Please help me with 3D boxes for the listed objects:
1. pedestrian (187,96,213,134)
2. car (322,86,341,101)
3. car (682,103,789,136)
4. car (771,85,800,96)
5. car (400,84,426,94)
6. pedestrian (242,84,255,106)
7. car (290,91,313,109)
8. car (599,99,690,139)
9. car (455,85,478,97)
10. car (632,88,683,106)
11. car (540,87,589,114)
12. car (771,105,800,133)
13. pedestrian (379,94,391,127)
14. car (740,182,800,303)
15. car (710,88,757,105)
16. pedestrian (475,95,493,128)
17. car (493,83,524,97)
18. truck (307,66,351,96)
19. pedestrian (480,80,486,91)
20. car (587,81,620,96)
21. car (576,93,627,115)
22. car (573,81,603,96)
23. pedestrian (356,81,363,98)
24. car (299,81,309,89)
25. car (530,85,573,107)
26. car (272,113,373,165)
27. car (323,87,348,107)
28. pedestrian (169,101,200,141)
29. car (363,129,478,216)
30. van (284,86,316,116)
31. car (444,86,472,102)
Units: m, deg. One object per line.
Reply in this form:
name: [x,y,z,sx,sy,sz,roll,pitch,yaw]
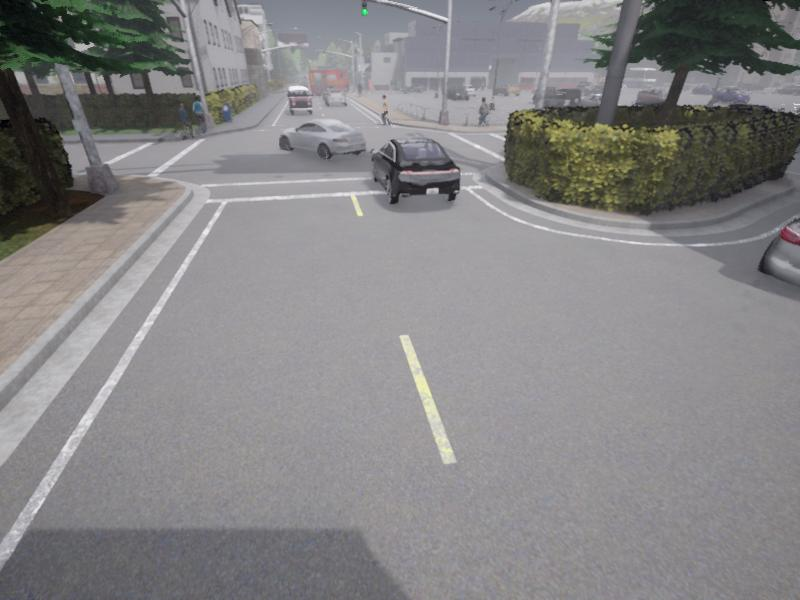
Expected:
pedestrian: [-11.003,-10.207,22.071,0.751,1.860,0.751,-7,30,-12]
car: [-8.708,-26.084,50.476,2.038,1.542,4.974,-6,30,-10]
car: [20.592,-11.175,24.681,4.856,1.649,2.033,-5,30,-10]
car: [66.147,-35.406,67.515,2.163,1.488,4.792,-6,30,-11]
car: [2.310,-37.689,71.305,4.193,1.474,1.816,-6,30,-10]
pedestrian: [-15.077,-20.439,39.864,0.751,1.860,0.751,-6,30,-10]
car: [-9.854,-20.030,40.012,1.994,1.385,4.181,-6,30,-10]
car: [14.263,-10.675,23.519,3.866,1.878,1.905,-5,30,-10]
car: [9.345,-29.535,56.477,1.970,1.475,3.806,-6,30,-10]
car: [28.326,-22.400,44.139,2.007,1.523,4.514,-6,30,-10]
car: [14.340,-17.577,35.181,1.905,1.878,3.866,-6,30,-10]
car: [26.793,-11.711,25.795,3.806,1.475,1.970,-6,30,-10]
pedestrian: [-0.976,-12.250,25.833,0.751,1.860,0.751,-2,30,-4]
car: [8.624,-1.251,7.180,4.611,1.667,2.242,-20,35,-31]
car: [38.124,-23.340,45.863,1.845,1.501,3.633,-6,30,-10]
pedestrian: [5.342,-11.987,25.469,0.751,1.860,0.751,-6,30,-10]
car: [15.567,-30.389,57.837,2.152,1.636,5.027,-6,30,-10]
truck: [-10.605,-33.644,61.425,2.891,3.827,8.468,9,31,15]
pedestrian: [16.084,-41.792,77.804,0.751,1.860,0.751,-4,30,-8]
car: [30.865,-32.177,60.909,1.932,1.855,4.605,-6,30,-10]
car: [17.719,-17.360,35.384,1.970,1.475,3.806,-6,30,-10]
car: [28.101,-31.710,60.039,1.905,1.878,3.866,-6,30,-10]
pedestrian: [-5.318,-27.634,52.524,0.751,1.860,0.751,-4,30,-8]
car: [-19.900,-44.755,83.259,1.837,1.490,4.892,-6,30,-10]
car: [15.980,-21.698,42.464,1.932,1.855,4.605,-6,30,-10]
car: [-3.496,-7.275,17.800,4.674,1.442,1.812,26,39,35]
car: [-6.965,-21.872,43.000,2.152,1.651,5.027,-6,30,-10]
pedestrian: [-11.524,-9.612,21.473,0.751,1.860,0.751,8,31,14]
car: [0.307,-3.967,11.765,2.128,1.511,4.902,-6,29,-10]
van: [-8.450,-16.800,33.665,2.069,2.038,4.480,-8,31,-14]
car: [7.171,-25.699,49.868,2.007,1.523,4.514,-6,30,-10]
